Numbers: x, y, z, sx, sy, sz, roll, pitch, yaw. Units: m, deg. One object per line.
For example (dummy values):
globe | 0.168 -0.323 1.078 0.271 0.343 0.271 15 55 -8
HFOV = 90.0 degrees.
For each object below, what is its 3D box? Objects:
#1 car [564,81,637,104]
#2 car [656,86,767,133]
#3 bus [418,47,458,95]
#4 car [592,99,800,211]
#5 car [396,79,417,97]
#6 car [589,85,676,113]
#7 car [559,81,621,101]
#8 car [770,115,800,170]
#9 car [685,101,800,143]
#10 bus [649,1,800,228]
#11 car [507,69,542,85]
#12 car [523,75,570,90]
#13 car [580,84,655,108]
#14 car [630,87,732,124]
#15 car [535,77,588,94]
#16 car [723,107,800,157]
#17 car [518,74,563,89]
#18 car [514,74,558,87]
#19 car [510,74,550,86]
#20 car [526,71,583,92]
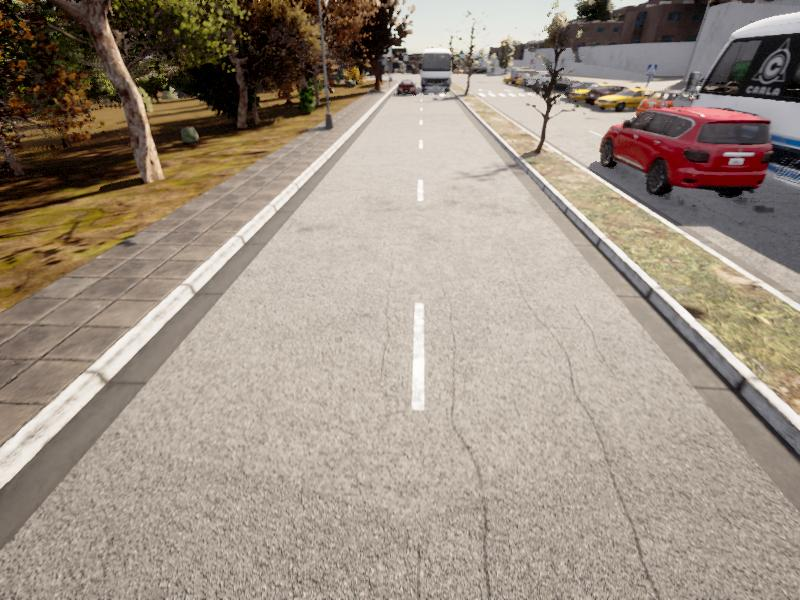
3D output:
car | 17.063 -17.670 34.078 5.366 1.575 1.946 -9 33 -15
car | 16.428 -10.165 21.216 4.442 1.987 1.878 -9 33 -15
bus | 4.131 -26.267 45.736 3.944 4.253 10.273 1 31 2
car | 7.914 -4.485 11.603 2.150 2.045 5.566 1 31 2
car | 0.705 -21.722 40.964 1.994 1.385 4.181 1 31 2
car | 16.781 -14.586 28.978 5.366 1.575 1.946 -9 33 -15
car | 17.376 -19.199 36.703 4.674 1.452 2.002 -8 32 -15
car | 15.938 -5.385 13.634 5.366 1.575 1.946 -8 32 -15
car | 16.390 -8.431 18.835 4.674 1.452 2.002 -8 32 -15
bus | 10.688 -4.129 8.829 3.944 4.253 10.273 1 31 2
car | 18.539 -33.171 59.540 4.442 1.987 1.878 -8 32 -15
car | 18.089 -26.893 49.450 5.008 1.535 2.097 -8 32 -15
car | 17.126 -16.133 31.606 4.792 1.488 2.163 -9 32 -15
car | 16.648 -11.636 23.856 4.553 1.767 2.185 -9 32 -15
car | 17.812 -23.832 44.337 4.892 1.521 2.231 -8 32 -15
car | 16.281 -6.915 16.281 4.792 1.488 2.163 -8 32 -15
car | 18.218 -28.421 52.012 4.892 1.521 2.231 -8 32 -15
car | 18.542 -29.977 54.618 5.366 1.575 1.946 -8 32 -15
car | 18.532 -31.451 57.155 4.792 1.488 2.163 -8 32 -15
car | 17.973 -25.589 46.778 5.566 2.045 2.435 -8 32 -15
